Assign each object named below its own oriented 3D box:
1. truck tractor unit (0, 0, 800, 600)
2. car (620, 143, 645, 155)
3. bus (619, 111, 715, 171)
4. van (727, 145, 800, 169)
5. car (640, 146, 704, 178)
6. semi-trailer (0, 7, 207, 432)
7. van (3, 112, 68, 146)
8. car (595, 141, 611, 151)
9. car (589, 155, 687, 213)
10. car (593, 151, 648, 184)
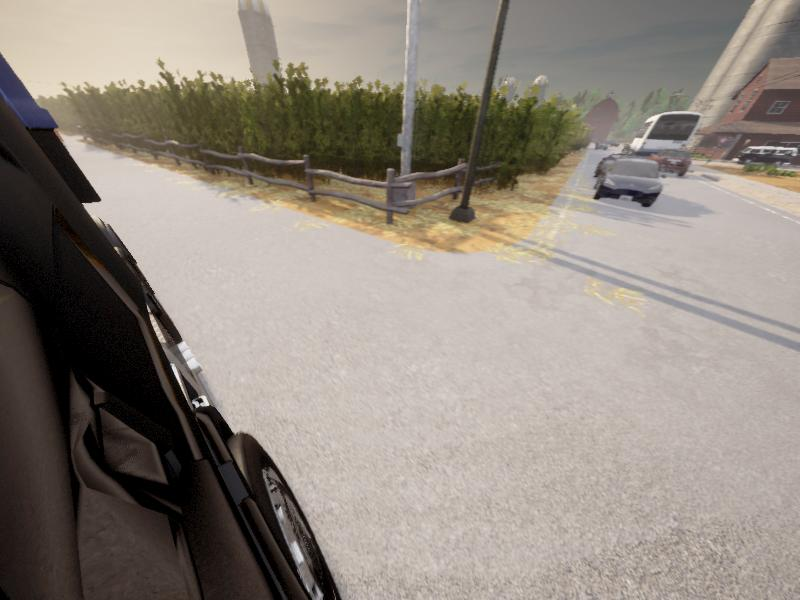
[{"bbox_3d":[-2.645,-0.295,0.351,6.516,4.208,3.053,28,44,30],"label":"truck tractor unit"},{"bbox_3d":[40.518,-26.392,40.402,1.837,1.490,4.892,19,40,22],"label":"car"},{"bbox_3d":[26.848,-16.696,24.220,3.944,4.253,10.273,25,43,27],"label":"bus"},{"bbox_3d":[45.646,-18.015,28.992,4.480,2.038,2.069,24,41,26],"label":"van"},{"bbox_3d":[21.280,-11.079,18.378,2.097,1.767,4.553,24,42,26],"label":"car"},{"bbox_3d":[-9.003,-3.374,3.908,14.254,4.402,2.717,24,42,26],"label":"semi-trailer"},{"bbox_3d":[-29.217,-13.715,18.522,4.442,1.987,1.775,24,42,26],"label":"van"},{"bbox_3d":[43.814,-33.401,49.986,2.038,1.542,4.974,23,41,25],"label":"car"},{"bbox_3d":[10.182,-5.419,10.338,2.163,1.488,4.792,24,42,26],"label":"car"},{"bbox_3d":[14.534,-8.975,15.480,1.994,1.385,4.181,24,42,26],"label":"car"}]
